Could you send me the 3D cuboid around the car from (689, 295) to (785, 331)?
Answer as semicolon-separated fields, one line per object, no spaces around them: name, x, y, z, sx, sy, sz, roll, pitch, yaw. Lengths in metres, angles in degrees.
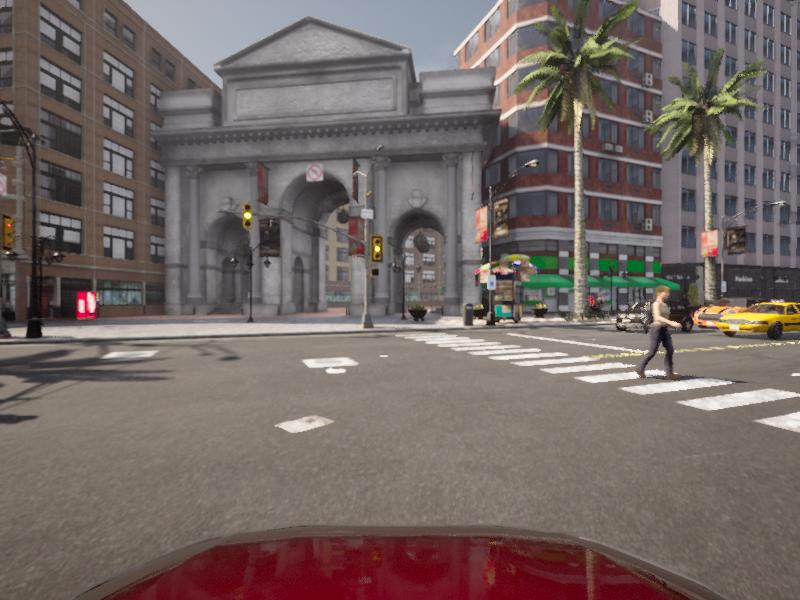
car;18.299;0.641;21.747;4.553;1.767;2.097;0;0;-21

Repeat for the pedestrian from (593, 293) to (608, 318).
pedestrian;14.943;0.409;29.825;0.751;1.860;0.751;0;0;-15

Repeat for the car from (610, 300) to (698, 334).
car;12.317;0.766;19.418;3.705;1.549;1.789;0;0;-22

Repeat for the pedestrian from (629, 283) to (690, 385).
pedestrian;5.064;0.618;7.807;0.751;1.860;0.751;0;0;-33

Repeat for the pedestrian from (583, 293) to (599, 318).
pedestrian;14.110;0.410;29.557;0.751;1.860;0.751;0;0;-17

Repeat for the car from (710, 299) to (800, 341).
car;15.930;0.760;17.050;5.366;1.575;1.801;0;0;-22

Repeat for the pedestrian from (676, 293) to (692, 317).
pedestrian;23.280;0.403;32.762;0.751;1.860;0.751;0;0;-16
